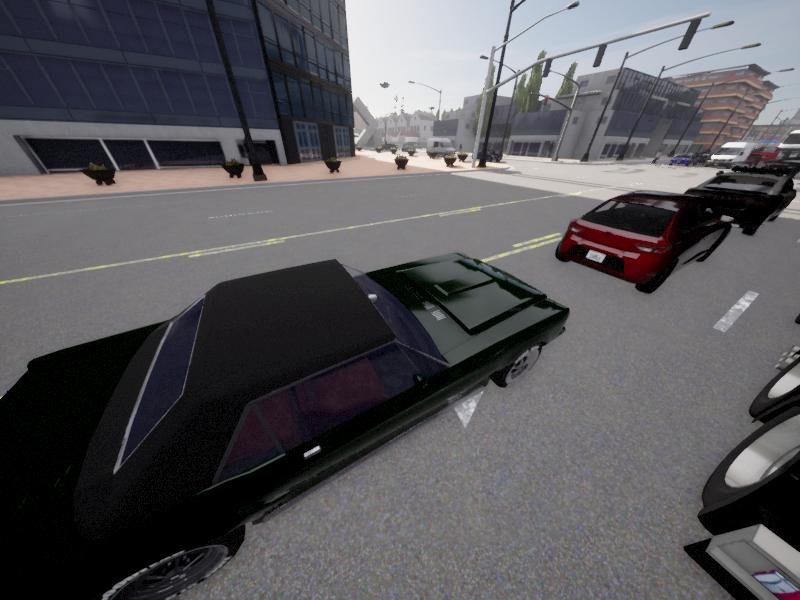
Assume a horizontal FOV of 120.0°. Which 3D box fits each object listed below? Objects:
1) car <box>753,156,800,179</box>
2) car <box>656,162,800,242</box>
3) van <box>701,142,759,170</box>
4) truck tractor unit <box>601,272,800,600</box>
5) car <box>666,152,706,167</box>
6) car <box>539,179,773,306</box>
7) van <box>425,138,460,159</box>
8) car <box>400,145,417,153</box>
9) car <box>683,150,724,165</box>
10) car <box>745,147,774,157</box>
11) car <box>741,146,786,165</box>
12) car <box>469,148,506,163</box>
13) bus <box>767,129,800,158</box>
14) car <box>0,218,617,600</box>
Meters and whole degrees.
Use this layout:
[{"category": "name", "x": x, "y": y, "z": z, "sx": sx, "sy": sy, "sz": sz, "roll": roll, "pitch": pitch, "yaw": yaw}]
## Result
[{"category": "car", "x": 33.967, "y": -11.325, "z": 19.691, "sx": 5.008, "sy": 1.535, "sz": 1.882, "roll": -5, "pitch": 35, "yaw": -9}, {"category": "car", "x": 11.383, "y": -3.491, "z": 7.706, "sx": 5.238, "sy": 1.638, "sz": 1.930, "roll": -18, "pitch": 39, "yaw": -24}, {"category": "van", "x": 38.184, "y": -16.721, "z": 26.747, "sx": 5.915, "sy": 2.561, "sz": 1.988, "roll": -17, "pitch": 39, "yaw": -24}, {"category": "truck tractor unit", "x": 5.123, "y": -0.288, "z": 0.764, "sx": 6.516, "sy": 4.208, "sz": 3.053, "roll": -18, "pitch": 39, "yaw": -24}, {"category": "car", "x": 36.763, "y": -18.133, "z": 29.694, "sx": 4.193, "sy": 1.474, "sz": 1.816, "roll": -17, "pitch": 39, "yaw": -24}, {"category": "car", "x": 5.386, "y": -1.535, "z": 4.956, "sx": 4.193, "sy": 1.474, "sz": 1.816, "roll": -18, "pitch": 39, "yaw": -24}, {"category": "van", "x": 6.643, "y": -24.329, "z": 36.951, "sx": 1.988, "sy": 2.561, "sz": 5.915, "roll": -17, "pitch": 38, "yaw": -24}, {"category": "car", "x": 1.899, "y": -34.282, "z": 52.331, "sx": 2.033, "sy": 1.411, "sz": 5.357, "roll": -10, "pitch": 36, "yaw": -15}, {"category": "car", "x": 42.701, "y": -20.041, "z": 32.457, "sx": 5.238, "sy": 1.638, "sz": 1.930, "roll": -17, "pitch": 38, "yaw": -24}, {"category": "car", "x": 70.745, "y": -29.140, "z": 45.441, "sx": 5.008, "sy": 1.535, "sz": 1.882, "roll": -18, "pitch": 39, "yaw": -24}, {"category": "car", "x": 53.923, "y": -21.493, "z": 34.263, "sx": 5.566, "sy": 2.045, "sz": 2.150, "roll": -18, "pitch": 39, "yaw": -24}, {"category": "car", "x": 11.386, "y": -18.976, "z": 30.231, "sx": 1.816, "sy": 1.474, "sz": 4.193, "roll": -17, "pitch": 38, "yaw": -24}, {"category": "bus", "x": 75.088, "y": -29.255, "z": 43.280, "sx": 10.273, "sy": 4.253, "sz": 3.944, "roll": -18, "pitch": 39, "yaw": -24}, {"category": "car", "x": -0.485, "y": 0.414, "z": 2.264, "sx": 4.718, "sy": 1.301, "sz": 1.895, "roll": -18, "pitch": 39, "yaw": -24}]
